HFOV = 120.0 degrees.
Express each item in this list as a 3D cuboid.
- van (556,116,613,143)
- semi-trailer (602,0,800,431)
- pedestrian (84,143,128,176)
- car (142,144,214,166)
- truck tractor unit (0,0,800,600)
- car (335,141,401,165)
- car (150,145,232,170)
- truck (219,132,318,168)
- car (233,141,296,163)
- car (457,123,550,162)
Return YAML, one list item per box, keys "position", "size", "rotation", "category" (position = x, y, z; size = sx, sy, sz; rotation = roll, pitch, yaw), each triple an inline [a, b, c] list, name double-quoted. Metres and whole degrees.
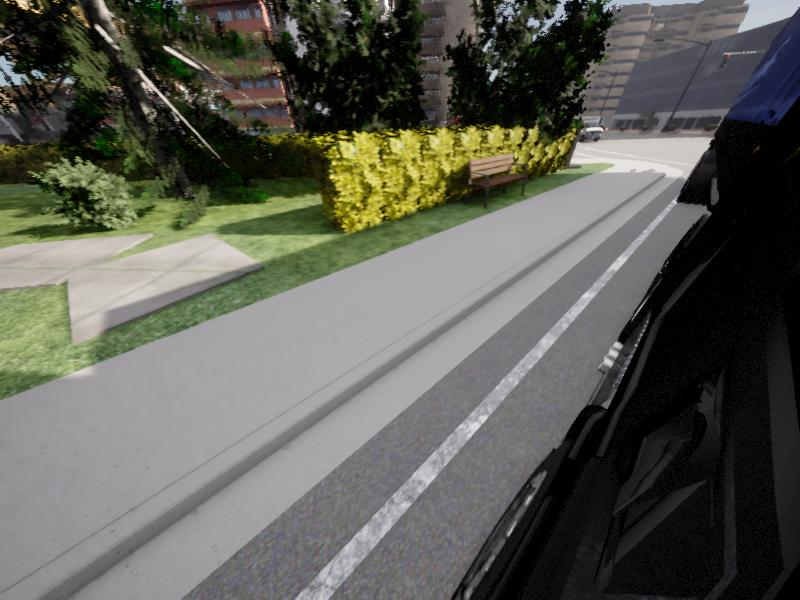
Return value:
- position: [22.477, -21.110, 28.633]
  size: [2.351, 2.431, 6.366]
  rotation: [2, 36, 6]
  category: "van"
- position: [8.475, -3.743, 4.443]
  size: [14.254, 4.402, 2.717]
  rotation: [-31, 45, -32]
  category: "semi-trailer"
- position: [-19.967, -9.566, 15.733]
  size: [0.751, 1.860, 0.751]
  rotation: [3, 37, 8]
  category: "pedestrian"
- position: [-21.675, -14.304, 22.755]
  size: [4.792, 1.488, 2.163]
  rotation: [1, 37, 5]
  category: "car"
- position: [2.645, -0.295, 0.351]
  size: [6.516, 4.208, 3.053]
  rotation: [-28, 44, -30]
  category: "truck tractor unit"
- position: [-2.347, -11.486, 18.017]
  size: [4.718, 1.301, 1.895]
  rotation: [2, 37, 6]
  category: "car"
- position: [-17.502, -12.068, 19.527]
  size: [4.792, 1.488, 2.163]
  rotation: [2, 37, 6]
  category: "car"
- position: [-10.375, -12.088, 18.621]
  size: [6.274, 2.098, 2.390]
  rotation: [2, 37, 6]
  category: "truck"
- position: [-12.747, -14.006, 21.863]
  size: [4.674, 1.442, 1.812]
  rotation: [2, 37, 6]
  category: "car"
- position: [7.173, -11.468, 16.814]
  size: [5.566, 2.045, 2.150]
  rotation: [2, 37, 6]
  category: "car"
